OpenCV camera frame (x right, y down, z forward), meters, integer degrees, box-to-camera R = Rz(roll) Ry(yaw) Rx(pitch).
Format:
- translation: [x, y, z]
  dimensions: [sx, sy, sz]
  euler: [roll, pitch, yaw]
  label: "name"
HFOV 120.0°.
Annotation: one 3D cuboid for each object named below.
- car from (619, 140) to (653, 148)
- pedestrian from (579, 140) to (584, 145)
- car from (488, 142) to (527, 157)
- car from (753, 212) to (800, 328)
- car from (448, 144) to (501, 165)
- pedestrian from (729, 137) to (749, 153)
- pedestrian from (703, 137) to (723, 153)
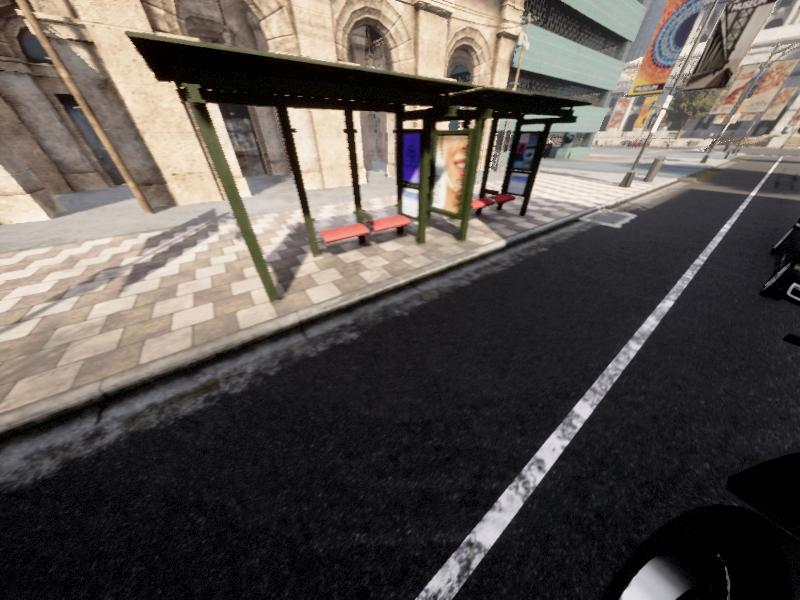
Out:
- translation: [53.097, -35.167, 51.996]
  dimensions: [2.163, 1.488, 4.792]
  euler: [-22, 41, -28]
  label: "car"
- translation: [52.943, -45.946, 67.284]
  dimensions: [0.500, 1.100, 0.500]
  euler: [-17, 38, -22]
  label: "pedestrian"
- translation: [14.349, -20.145, 30.801]
  dimensions: [4.902, 1.511, 2.128]
  euler: [-23, 41, -28]
  label: "car"
- translation: [7.950, -0.797, 3.674]
  dimensions: [4.892, 1.490, 1.837]
  euler: [-22, 41, -28]
  label: "car"
- translation: [7.300, -14.271, 22.608]
  dimensions: [4.786, 1.482, 2.161]
  euler: [-23, 41, -28]
  label: "car"
- translation: [47.543, -21.733, 32.376]
  dimensions: [0.751, 1.860, 0.751]
  euler: [-23, 41, -29]
  label: "pedestrian"
- translation: [44.880, -22.272, 33.161]
  dimensions: [0.751, 1.860, 0.751]
  euler: [-15, 38, -20]
  label: "pedestrian"
